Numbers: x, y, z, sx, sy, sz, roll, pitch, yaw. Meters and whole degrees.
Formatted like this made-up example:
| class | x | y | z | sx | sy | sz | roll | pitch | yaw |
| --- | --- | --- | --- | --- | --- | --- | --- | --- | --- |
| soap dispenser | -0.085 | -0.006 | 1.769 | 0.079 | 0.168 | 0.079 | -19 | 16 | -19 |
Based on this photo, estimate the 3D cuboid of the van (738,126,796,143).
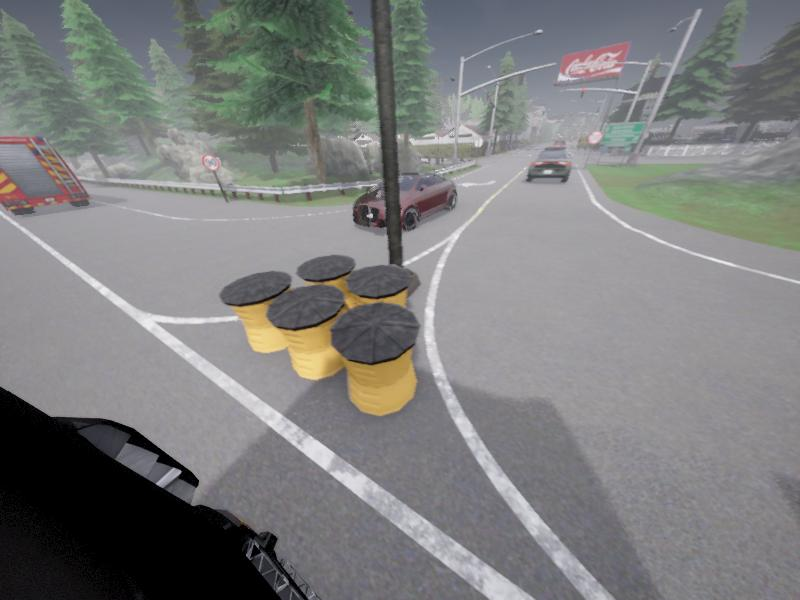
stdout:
| class | x | y | z | sx | sy | sz | roll | pitch | yaw |
| --- | --- | --- | --- | --- | --- | --- | --- | --- | --- |
| van | 62.361 | -28.217 | 39.426 | 4.480 | 2.038 | 2.069 | 16 | 38 | 26 |

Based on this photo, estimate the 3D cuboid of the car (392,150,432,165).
| class | x | y | z | sx | sy | sz | roll | pitch | yaw |
| --- | --- | --- | --- | --- | --- | --- | --- | --- | --- |
| car | 1.626 | -19.135 | 31.056 | 4.792 | 1.488 | 2.163 | 16 | 38 | 26 |

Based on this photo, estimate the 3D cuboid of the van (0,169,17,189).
| class | x | y | z | sx | sy | sz | roll | pitch | yaw |
| --- | --- | --- | --- | --- | --- | --- | --- | --- | --- |
| van | -47.465 | -14.053 | 26.756 | 4.480 | 2.038 | 2.069 | 15 | 38 | 26 |

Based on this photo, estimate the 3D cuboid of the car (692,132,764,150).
| class | x | y | z | sx | sy | sz | roll | pitch | yaw |
| --- | --- | --- | --- | --- | --- | --- | --- | --- | --- |
| car | 42.100 | -20.487 | 29.896 | 4.611 | 1.667 | 2.242 | 16 | 38 | 25 |

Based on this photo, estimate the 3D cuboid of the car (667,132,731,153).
| class | x | y | z | sx | sy | sz | roll | pitch | yaw |
| --- | --- | --- | --- | --- | --- | --- | --- | --- | --- |
| car | 35.528 | -18.849 | 27.656 | 3.866 | 1.878 | 1.905 | 16 | 38 | 25 |

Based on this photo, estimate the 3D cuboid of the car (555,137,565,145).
| class | x | y | z | sx | sy | sz | roll | pitch | yaw |
| --- | --- | --- | --- | --- | --- | --- | --- | --- | --- |
| car | 50.261 | -49.980 | 72.533 | 2.150 | 2.045 | 5.566 | 16 | 38 | 26 |

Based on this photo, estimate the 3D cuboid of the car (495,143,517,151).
| class | x | y | z | sx | sy | sz | roll | pitch | yaw |
| --- | --- | --- | --- | --- | --- | --- | --- | --- | --- |
| car | 26.564 | -38.447 | 57.970 | 4.892 | 1.490 | 1.837 | 11 | 36 | 20 |

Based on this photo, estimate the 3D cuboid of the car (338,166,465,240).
| class | x | y | z | sx | sy | sz | roll | pitch | yaw |
| --- | --- | --- | --- | --- | --- | --- | --- | --- | --- |
| car | 0.309 | -3.554 | 7.888 | 1.994 | 1.385 | 4.181 | 22 | 42 | 32 |

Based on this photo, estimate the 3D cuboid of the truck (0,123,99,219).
| class | x | y | z | sx | sy | sz | roll | pitch | yaw |
| --- | --- | --- | --- | --- | --- | --- | --- | --- | --- |
| truck | -21.882 | -7.396 | 13.231 | 8.468 | 3.827 | 2.891 | 17 | 39 | 27 |

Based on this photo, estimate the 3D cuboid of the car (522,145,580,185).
| class | x | y | z | sx | sy | sz | roll | pitch | yaw |
| --- | --- | --- | --- | --- | --- | --- | --- | --- | --- |
| car | 8.566 | -7.765 | 13.138 | 2.038 | 1.542 | 4.974 | 16 | 38 | 26 |

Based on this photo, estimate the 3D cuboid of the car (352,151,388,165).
| class | x | y | z | sx | sy | sz | roll | pitch | yaw |
| --- | --- | --- | --- | --- | --- | --- | --- | --- | --- |
| car | -4.410 | -20.905 | 34.117 | 5.008 | 1.535 | 1.882 | 16 | 38 | 26 |

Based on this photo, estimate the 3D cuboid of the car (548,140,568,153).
| class | x | y | z | sx | sy | sz | roll | pitch | yaw |
| --- | --- | --- | --- | --- | --- | --- | --- | --- | --- |
| car | 26.445 | -25.715 | 38.601 | 2.242 | 1.667 | 4.611 | 17 | 39 | 25 |

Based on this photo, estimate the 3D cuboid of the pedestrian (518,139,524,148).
| class | x | y | z | sx | sy | sz | roll | pitch | yaw |
| --- | --- | --- | --- | --- | --- | --- | --- | --- | --- |
| pedestrian | 31.163 | -40.325 | 59.458 | 0.751 | 1.860 | 0.751 | 8 | 35 | 17 |
